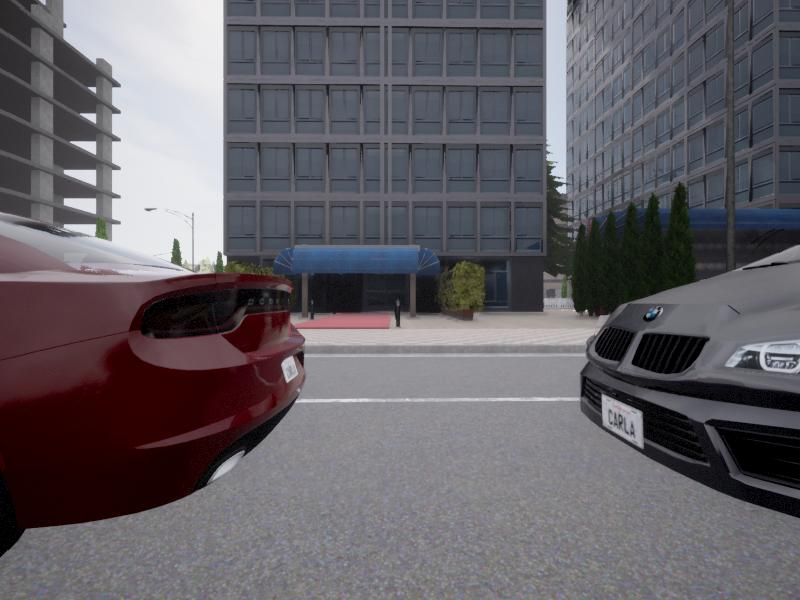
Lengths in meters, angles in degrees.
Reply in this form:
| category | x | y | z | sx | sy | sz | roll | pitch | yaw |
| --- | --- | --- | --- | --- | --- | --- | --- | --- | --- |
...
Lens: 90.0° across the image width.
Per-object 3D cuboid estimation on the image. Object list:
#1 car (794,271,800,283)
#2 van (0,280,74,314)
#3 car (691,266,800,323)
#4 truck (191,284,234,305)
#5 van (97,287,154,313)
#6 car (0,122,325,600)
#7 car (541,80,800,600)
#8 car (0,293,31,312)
| category | x | y | z | sx | sy | sz | roll | pitch | yaw |
| --- | --- | --- | --- | --- | --- | --- | --- | --- | --- |
| car | 16.540 | -0.940 | 16.112 | 0.945 | 0.468 | 0.156 | 0 | 0 | 29 |
| van | -29.976 | -0.222 | 32.179 | 2.351 | 2.431 | 6.366 | 0 | 0 | -1 |
| car | 15.472 | -0.198 | 15.717 | 6.274 | 2.098 | 2.390 | 0 | 0 | 29 |
| truck | -34.467 | -0.952 | 73.434 | 8.468 | 3.827 | 2.891 | 0 | 0 | 31 |
| van | -23.003 | -0.002 | 33.766 | 1.775 | 1.987 | 4.442 | 0 | 0 | -1 |
| car | -3.069 | 0.223 | 2.122 | 5.008 | 1.535 | 1.882 | 0 | 0 | -1 |
| car | 3.516 | 0.156 | 2.286 | 4.611 | 1.667 | 2.242 | 0 | 0 | -1 |
| car | -33.484 | 0.201 | 32.650 | 1.801 | 1.575 | 5.366 | 0 | 0 | -1 |
